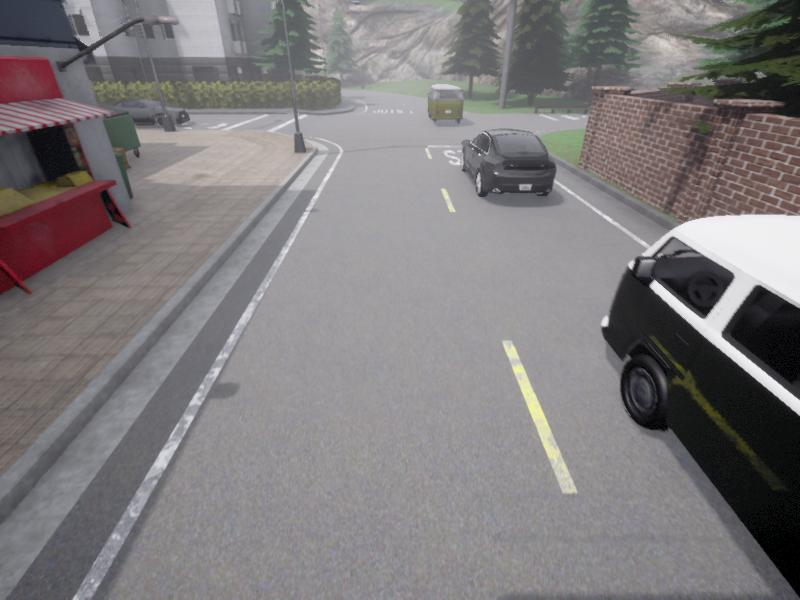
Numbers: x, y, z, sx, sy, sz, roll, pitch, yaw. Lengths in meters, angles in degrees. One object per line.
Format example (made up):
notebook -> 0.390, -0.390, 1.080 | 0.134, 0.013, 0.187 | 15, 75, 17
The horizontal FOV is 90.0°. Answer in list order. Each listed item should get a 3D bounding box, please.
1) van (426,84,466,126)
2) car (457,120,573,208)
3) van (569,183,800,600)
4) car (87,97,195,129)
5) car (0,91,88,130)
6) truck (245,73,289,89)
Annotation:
van -> 2.703, -12.041, 24.530 | 1.775, 1.987, 4.442 | -1, 30, -1
car -> 2.970, -4.132, 11.574 | 1.837, 1.490, 4.892 | 0, 30, -1
van -> 3.144, 0.881, 2.471 | 2.069, 2.038, 4.480 | 0, 30, -1
car -> -13.700, -10.035, 21.435 | 4.181, 1.385, 1.994 | -1, 30, -2
car -> -19.945, -10.058, 21.175 | 4.611, 1.667, 2.242 | -1, 30, -2
truck -> -20.343, -33.542, 61.222 | 6.274, 2.098, 2.390 | 16, 34, 25
